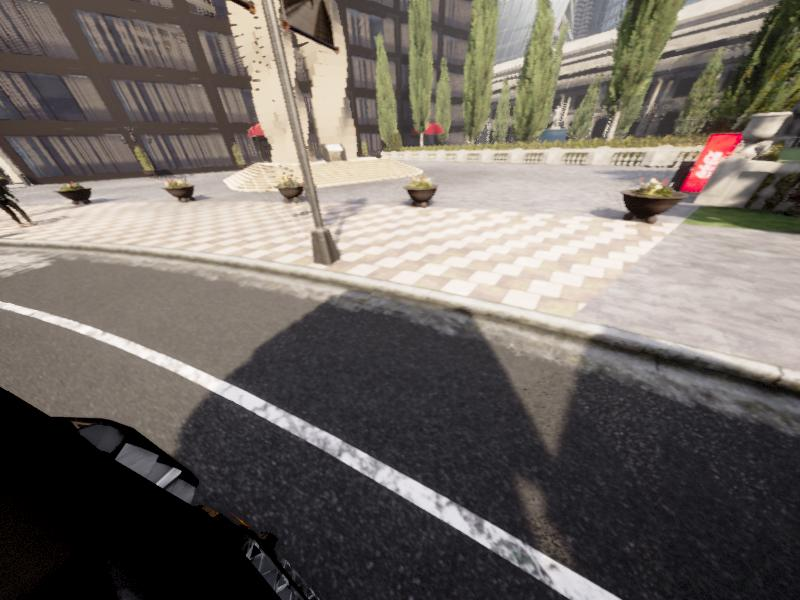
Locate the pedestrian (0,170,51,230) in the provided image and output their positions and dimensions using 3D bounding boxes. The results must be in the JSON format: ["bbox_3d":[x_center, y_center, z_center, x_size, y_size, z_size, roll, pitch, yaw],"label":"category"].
[{"bbox_3d":[-14.018,-3.533,8.212,0.751,1.860,0.751,6,34,12],"label":"pedestrian"}]
